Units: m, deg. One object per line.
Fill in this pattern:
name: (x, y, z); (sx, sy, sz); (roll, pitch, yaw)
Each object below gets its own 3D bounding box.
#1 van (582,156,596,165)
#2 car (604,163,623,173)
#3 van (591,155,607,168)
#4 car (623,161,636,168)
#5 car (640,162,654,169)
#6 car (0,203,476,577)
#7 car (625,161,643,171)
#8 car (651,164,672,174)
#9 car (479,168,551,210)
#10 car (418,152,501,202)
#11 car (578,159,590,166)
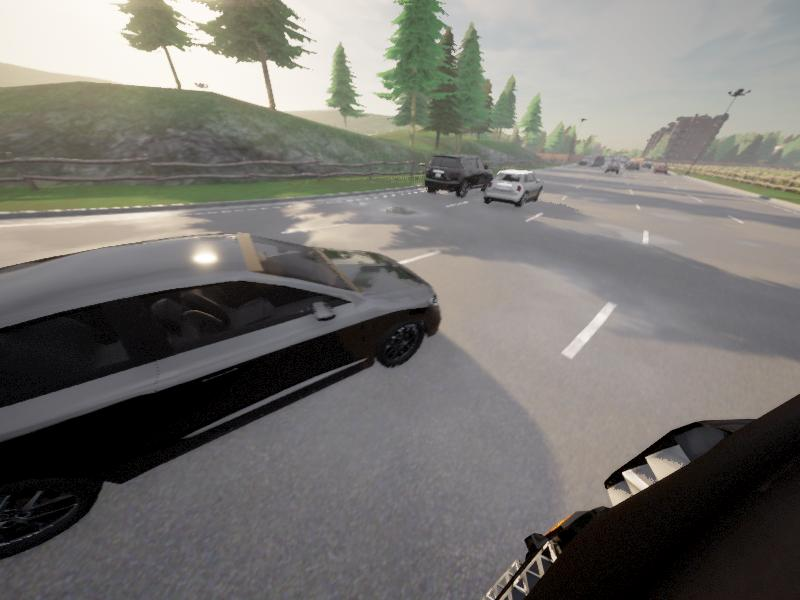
van: (61.947, -45.840, 75.736); (2.351, 2.431, 6.366); (25, 39, 30)
car: (38.732, -23.981, 41.842); (2.033, 1.411, 5.357); (25, 40, 30)
van: (51.890, -36.165, 60.196); (1.988, 2.561, 5.915); (25, 39, 30)
car: (67.305, -39.712, 67.672); (2.128, 1.511, 4.902); (25, 39, 30)
car: (67.846, -37.004, 63.531); (1.837, 1.490, 4.892); (25, 39, 30)
car: (-1.509, 0.138, 2.336); (4.193, 1.474, 1.816); (-19, 39, -29)
car: (54.425, -31.242, 53.825); (2.242, 1.667, 4.611); (25, 39, 30)
car: (48.732, -24.444, 43.072); (1.845, 1.501, 3.633); (25, 40, 30)
car: (6.053, -5.906, 12.046); (1.970, 1.475, 3.806); (27, 41, 33)
car: (3.655, -7.451, 13.717); (2.150, 2.045, 5.566); (26, 40, 31)
car: (52.506, -39.283, 65.842); (1.930, 1.638, 5.238); (25, 39, 30)
